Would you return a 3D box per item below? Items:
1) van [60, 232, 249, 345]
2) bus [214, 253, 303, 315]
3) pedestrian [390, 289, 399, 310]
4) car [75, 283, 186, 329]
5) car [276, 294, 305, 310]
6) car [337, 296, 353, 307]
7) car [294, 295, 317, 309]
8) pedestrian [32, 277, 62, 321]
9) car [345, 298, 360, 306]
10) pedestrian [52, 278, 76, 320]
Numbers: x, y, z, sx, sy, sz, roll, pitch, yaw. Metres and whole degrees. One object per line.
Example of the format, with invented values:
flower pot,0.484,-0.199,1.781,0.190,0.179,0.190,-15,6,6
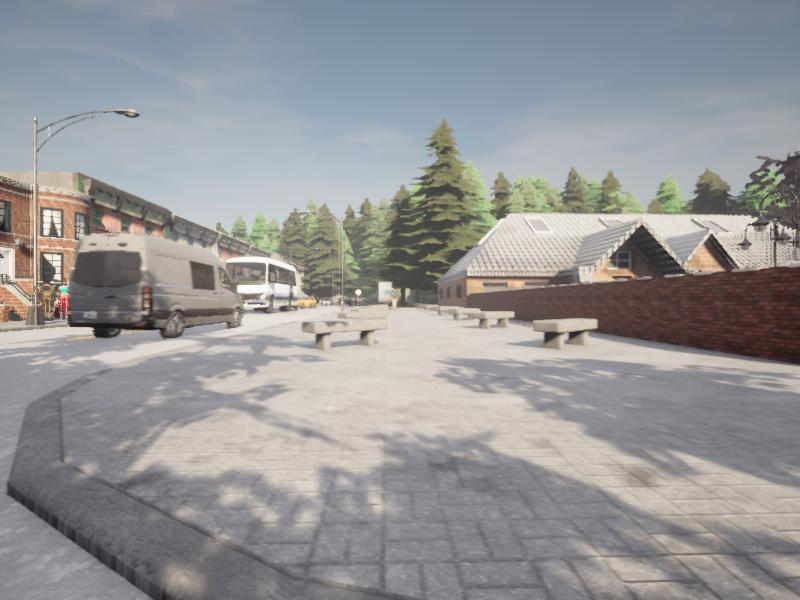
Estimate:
van,-6.680,-0.265,12.025,1.988,2.561,5.915,0,0,1
bus,-10.969,-1.105,32.666,3.944,4.253,10.273,0,0,-2
pedestrian,-0.469,-0.042,35.684,0.751,1.860,0.751,0,0,-4
car,-10.552,0.206,16.069,1.851,1.617,3.988,0,0,-2
car,-11.389,0.237,41.954,1.801,1.575,5.366,0,0,-2
car,-7.898,0.267,57.744,1.882,1.535,5.008,0,0,-2
car,-11.632,0.242,49.496,1.801,1.575,5.366,0,0,-2
pedestrian,-15.468,-0.046,17.536,0.751,1.860,0.751,0,0,-19
car,-8.034,0.322,68.274,1.812,1.442,4.674,0,0,2
pedestrian,-15.155,-0.045,18.044,0.751,1.860,0.751,0,0,44
